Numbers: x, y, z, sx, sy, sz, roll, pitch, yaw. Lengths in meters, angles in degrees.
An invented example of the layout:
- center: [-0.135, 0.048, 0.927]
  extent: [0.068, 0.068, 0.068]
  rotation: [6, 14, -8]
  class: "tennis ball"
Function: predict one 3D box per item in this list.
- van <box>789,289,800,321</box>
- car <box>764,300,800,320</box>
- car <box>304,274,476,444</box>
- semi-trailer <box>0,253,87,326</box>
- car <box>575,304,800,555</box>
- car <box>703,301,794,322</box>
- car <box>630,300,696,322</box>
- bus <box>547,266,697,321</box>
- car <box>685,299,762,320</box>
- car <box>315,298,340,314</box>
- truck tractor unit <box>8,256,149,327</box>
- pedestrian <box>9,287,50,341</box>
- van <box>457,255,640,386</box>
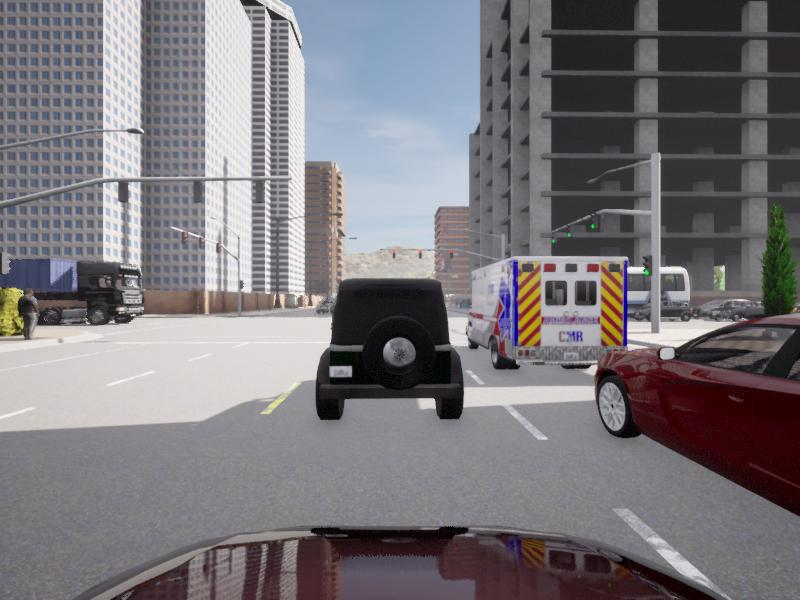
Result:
- center: [33.479, 0.378, 29.976]
  extent: [6.366, 2.431, 2.351]
  rotation: [0, 0, -1]
  class: "van"
- center: [33.950, 0.801, 33.484]
  extent: [5.366, 1.575, 1.801]
  rotation: [0, 0, -1]
  class: "car"
- center: [-0.157, 0.646, 6.375]
  extent: [1.905, 1.878, 3.866]
  rotation: [0, 0, -2]
  class: "car"
- center: [-28.173, -0.619, 25.575]
  extent: [14.254, 4.402, 2.717]
  rotation: [0, 0, 0]
  class: "semi-trailer"
- center: [3.422, 0.823, 3.069]
  extent: [1.882, 1.535, 5.008]
  rotation: [0, 0, -1]
  class: "car"
- center: [25.877, 0.836, 29.830]
  extent: [4.902, 1.511, 2.128]
  rotation: [0, 0, -1]
  class: "car"
- center: [19.451, 0.815, 29.711]
  extent: [3.705, 1.549, 1.789]
  rotation: [0, 0, -1]
  class: "car"
- center: [18.010, -0.535, 33.064]
  extent: [10.273, 4.253, 3.944]
  rotation: [0, 0, -1]
  class: "bus"
- center: [26.870, 0.756, 33.351]
  extent: [4.611, 1.667, 2.242]
  rotation: [0, 0, -1]
  class: "car"
- center: [-8.316, 0.652, 46.420]
  extent: [1.932, 1.855, 4.605]
  rotation: [0, 0, 1]
  class: "car"
- center: [-20.258, -0.522, 25.539]
  extent: [6.516, 4.208, 3.053]
  rotation: [0, 0, 0]
  class: "truck tractor unit"
- center: [-13.168, 0.485, 14.233]
  extent: [0.751, 1.860, 0.751]
  rotation: [0, 0, 11]
  class: "pedestrian"
- center: [3.229, 0.378, 10.624]
  extent: [2.351, 2.431, 6.366]
  rotation: [0, 0, -2]
  class: "van"
